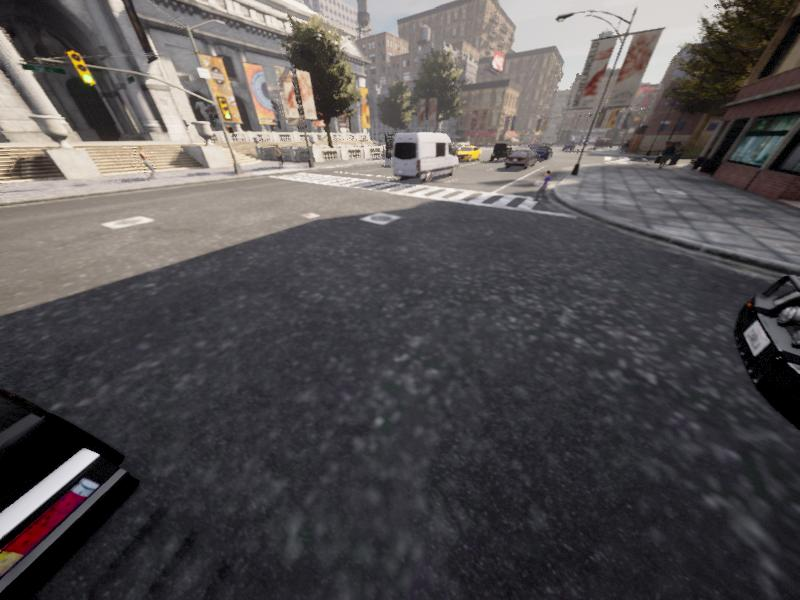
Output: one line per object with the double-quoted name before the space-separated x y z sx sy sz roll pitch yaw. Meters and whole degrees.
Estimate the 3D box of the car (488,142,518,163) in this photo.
"car" 11.944 -17.181 26.799 1.905 1.878 3.866 22 41 29

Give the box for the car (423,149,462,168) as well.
"car" 4.320 -14.311 23.230 1.994 1.385 4.181 22 41 28

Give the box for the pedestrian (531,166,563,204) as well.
"pedestrian" 6.060 -4.771 9.573 0.751 1.300 0.751 17 39 23

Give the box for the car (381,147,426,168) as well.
"car" 0.485 -14.717 23.730 2.128 1.511 4.902 22 41 29

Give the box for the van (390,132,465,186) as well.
"van" 1.951 -9.450 15.277 1.988 2.561 5.915 22 41 29

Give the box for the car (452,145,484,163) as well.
"car" 8.182 -17.581 27.719 1.882 1.535 5.008 21 40 28

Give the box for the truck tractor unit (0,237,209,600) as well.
"truck tractor unit" -5.310 -0.019 0.383 6.516 4.208 3.053 8 36 12

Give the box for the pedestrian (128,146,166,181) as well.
"pedestrian" -15.929 -8.611 14.563 0.751 1.860 0.751 22 41 28

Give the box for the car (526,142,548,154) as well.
"car" 24.459 -27.088 41.072 2.152 1.651 5.027 22 41 29

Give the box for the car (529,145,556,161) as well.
"car" 17.473 -18.008 28.282 1.816 1.474 4.193 22 41 29

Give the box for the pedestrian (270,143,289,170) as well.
"pedestrian" -10.233 -12.188 19.618 0.751 1.860 0.751 29 45 35

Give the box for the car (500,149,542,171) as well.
"car" 11.163 -12.907 21.121 2.033 1.411 5.357 22 41 29

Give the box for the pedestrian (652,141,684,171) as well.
"pedestrian" 19.875 -10.725 17.186 0.751 1.860 0.751 24 42 30

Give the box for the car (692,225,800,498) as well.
"car" 5.130 1.022 0.821 4.605 1.855 1.932 25 43 34
